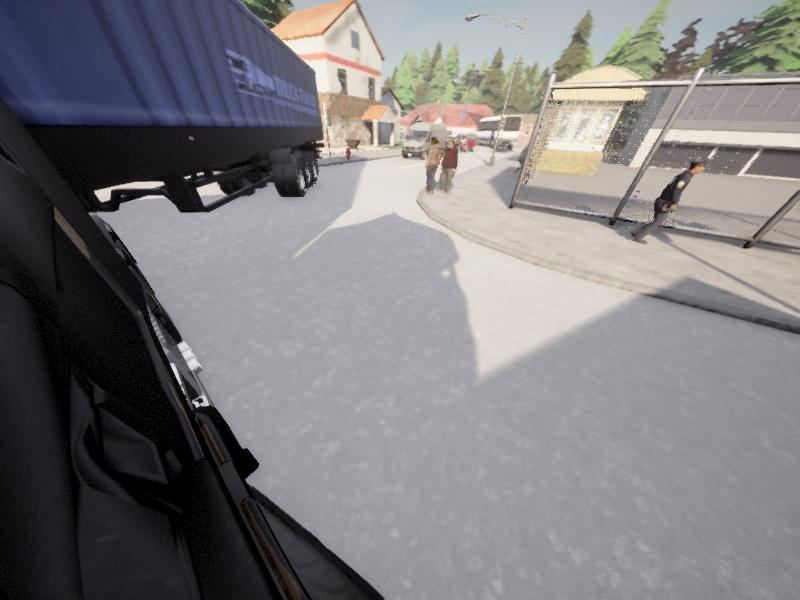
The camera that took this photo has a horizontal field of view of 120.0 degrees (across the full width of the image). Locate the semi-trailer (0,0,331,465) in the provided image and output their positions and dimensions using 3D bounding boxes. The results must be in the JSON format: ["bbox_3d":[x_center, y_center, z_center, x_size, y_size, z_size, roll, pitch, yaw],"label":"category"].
[{"bbox_3d":[-4.630,-4.752,6.016,2.717,4.402,14.254,-2,37,-5],"label":"semi-trailer"}]

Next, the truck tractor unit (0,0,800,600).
[{"bbox_3d":[-2.645,-0.295,0.351,6.516,4.208,3.053,28,44,30],"label":"truck tractor unit"}]

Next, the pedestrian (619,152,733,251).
[{"bbox_3d":[5.967,-2.188,5.196,0.751,1.860,0.751,24,42,26],"label":"pedestrian"}]

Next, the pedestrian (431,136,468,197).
[{"bbox_3d":[1.826,-5.029,8.738,0.751,1.860,0.751,-21,43,-29],"label":"pedestrian"}]

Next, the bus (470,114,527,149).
[{"bbox_3d":[16.201,-28.588,39.391,3.944,4.253,10.273,-5,36,-7],"label":"bus"}]

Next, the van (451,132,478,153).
[{"bbox_3d":[8.319,-20.178,29.536,1.775,1.987,4.442,20,41,22],"label":"van"}]

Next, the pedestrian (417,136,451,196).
[{"bbox_3d":[1.227,-4.985,8.640,0.751,1.860,0.751,-14,40,-21],"label":"pedestrian"}]

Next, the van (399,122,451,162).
[{"bbox_3d":[2.337,-14.323,20.860,1.988,2.561,5.915,21,41,23],"label":"van"}]

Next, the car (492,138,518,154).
[{"bbox_3d":[14.412,-21.168,31.652,2.128,1.511,4.902,21,41,23],"label":"car"}]

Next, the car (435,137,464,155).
[{"bbox_3d":[5.560,-17.243,25.798,1.789,1.549,3.705,21,40,23],"label":"car"}]
